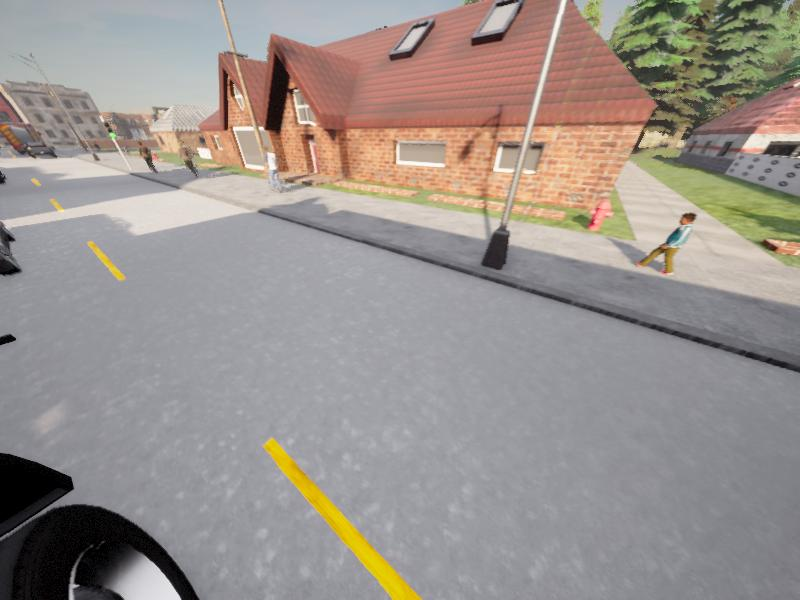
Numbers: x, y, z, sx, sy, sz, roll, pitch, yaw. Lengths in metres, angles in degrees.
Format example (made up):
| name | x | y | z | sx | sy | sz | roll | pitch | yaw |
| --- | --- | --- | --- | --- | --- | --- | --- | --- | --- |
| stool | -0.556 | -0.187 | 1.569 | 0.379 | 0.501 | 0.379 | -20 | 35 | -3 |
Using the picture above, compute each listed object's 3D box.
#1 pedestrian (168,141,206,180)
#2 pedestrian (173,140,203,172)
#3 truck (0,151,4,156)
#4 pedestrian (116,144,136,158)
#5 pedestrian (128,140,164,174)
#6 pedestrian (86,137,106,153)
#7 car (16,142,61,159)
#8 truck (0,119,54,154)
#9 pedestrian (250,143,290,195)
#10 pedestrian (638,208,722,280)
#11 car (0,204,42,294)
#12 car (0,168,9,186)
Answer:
| name | x | y | z | sx | sy | sz | roll | pitch | yaw |
| --- | --- | --- | --- | --- | --- | --- | --- | --- | --- |
| pedestrian | -12.198 | -8.021 | 13.297 | 0.751 | 1.860 | 0.751 | 19 | 39 | 24 |
| pedestrian | -15.113 | -10.299 | 16.492 | 0.751 | 1.860 | 0.751 | 23 | 41 | 28 |
| truck | -52.318 | -19.244 | 28.463 | 5.204 | 2.467 | 2.627 | 22 | 41 | 28 |
| pedestrian | -31.328 | -17.096 | 26.431 | 0.751 | 1.300 | 0.751 | 7 | 36 | 9 |
| pedestrian | -16.789 | -9.465 | 15.293 | 0.751 | 1.860 | 0.751 | 23 | 41 | 29 |
| pedestrian | -42.670 | -21.778 | 32.457 | 0.751 | 1.860 | 0.751 | 9 | 36 | 11 |
| car | -42.566 | -17.687 | 27.190 | 4.902 | 1.511 | 2.128 | 22 | 41 | 28 |
| truck | -53.856 | -23.256 | 32.948 | 8.468 | 3.827 | 2.891 | 22 | 41 | 28 |
| pedestrian | -5.626 | -5.703 | 10.084 | 0.751 | 1.860 | 0.751 | 20 | 40 | 25 |
| pedestrian | 5.022 | -1.024 | 4.229 | 0.500 | 1.100 | 0.500 | 25 | 42 | 31 |
| car | -9.247 | -1.252 | 4.270 | 4.902 | 1.511 | 2.128 | 22 | 41 | 28 |
| car | -23.043 | -7.108 | 12.101 | 4.605 | 1.855 | 1.932 | 23 | 41 | 29 |
